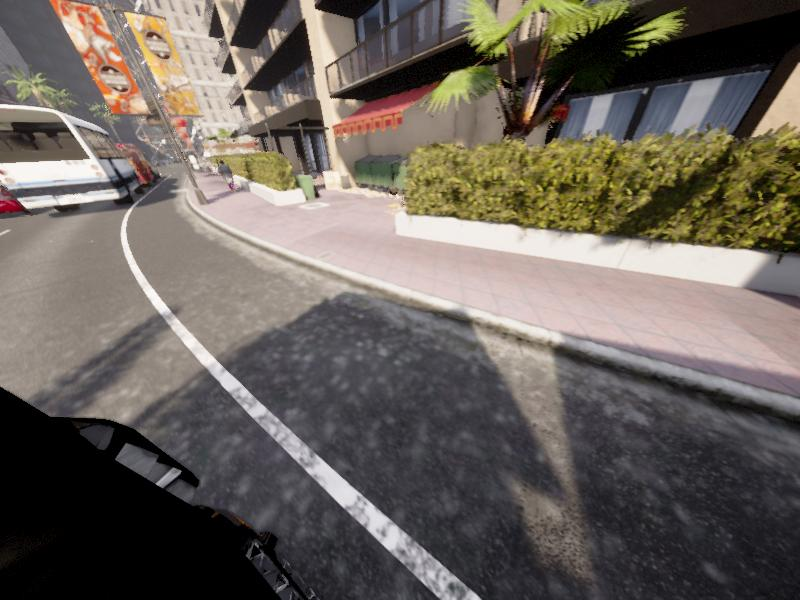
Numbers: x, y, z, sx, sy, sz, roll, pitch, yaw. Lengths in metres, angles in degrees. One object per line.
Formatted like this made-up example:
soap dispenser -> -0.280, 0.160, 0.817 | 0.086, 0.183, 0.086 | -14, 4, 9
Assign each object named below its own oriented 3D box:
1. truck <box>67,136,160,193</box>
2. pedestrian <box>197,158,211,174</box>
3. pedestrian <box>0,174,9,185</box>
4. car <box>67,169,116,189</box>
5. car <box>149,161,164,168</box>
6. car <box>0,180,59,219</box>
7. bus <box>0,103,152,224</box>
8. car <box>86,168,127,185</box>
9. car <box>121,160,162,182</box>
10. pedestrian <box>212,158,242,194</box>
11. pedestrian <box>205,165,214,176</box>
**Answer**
truck -> -26.207, -12.886, 21.848 | 2.891, 3.827, 8.468 | -25, 39, -29
pedestrian -> -26.105, -17.865, 30.813 | 0.751, 1.860, 0.751 | -26, 40, -31
pedestrian -> -51.553, -15.678, 29.374 | 0.751, 1.860, 0.751 | -17, 36, -20
car -> -31.746, -12.576, 23.913 | 1.970, 1.475, 3.806 | -25, 39, -30
car -> -70.507, -39.252, 67.025 | 2.128, 1.511, 4.902 | -25, 39, -29
car -> -21.303, -5.459, 12.508 | 1.994, 1.385, 4.181 | -26, 40, -30
bus -> -18.904, -7.977, 13.523 | 3.944, 4.253, 10.273 | -26, 40, -31
car -> -35.387, -15.031, 27.981 | 1.994, 1.385, 4.181 | -24, 39, -29
car -> -32.093, -16.214, 28.912 | 2.150, 2.045, 5.566 | -25, 39, -29
pedestrian -> -10.595, -7.602, 14.194 | 0.751, 1.860, 0.751 | -26, 40, -30
pedestrian -> -23.392, -15.915, 28.360 | 0.500, 1.100, 0.500 | -25, 40, -30
